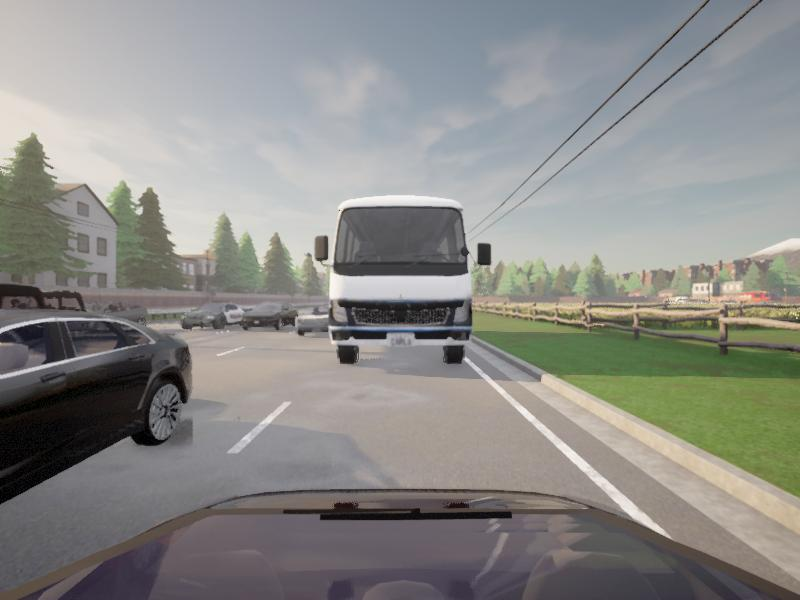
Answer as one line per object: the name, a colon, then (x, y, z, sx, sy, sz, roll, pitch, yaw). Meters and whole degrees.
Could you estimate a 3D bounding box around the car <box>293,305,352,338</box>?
car: (-3.471, 0.934, 18.849, 1.895, 1.301, 4.718, 0, 0, 0)

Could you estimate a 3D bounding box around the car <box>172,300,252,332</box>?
car: (-10.329, 0.812, 22.525, 2.038, 1.542, 4.974, 0, 0, 2)

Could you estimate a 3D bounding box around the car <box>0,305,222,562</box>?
car: (-3.499, 0.832, 3.058, 2.128, 1.511, 4.902, 0, 0, 0)

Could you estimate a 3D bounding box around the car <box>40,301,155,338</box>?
car: (-13.970, 0.816, 18.879, 2.007, 1.525, 4.514, 0, 0, 0)

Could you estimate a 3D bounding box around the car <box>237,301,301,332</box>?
car: (-6.974, 0.811, 21.960, 1.882, 1.535, 5.008, 0, 0, 0)

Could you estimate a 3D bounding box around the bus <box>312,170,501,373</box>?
bus: (0.143, -0.534, 13.533, 3.944, 4.253, 10.273, 0, -1, 0)

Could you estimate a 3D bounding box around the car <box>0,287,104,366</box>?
car: (-10.480, 0.642, 10.944, 1.905, 1.878, 3.866, 0, 0, 0)

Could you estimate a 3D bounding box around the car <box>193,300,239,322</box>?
car: (-13.954, 0.799, 30.492, 1.789, 1.549, 3.705, 0, 0, 0)

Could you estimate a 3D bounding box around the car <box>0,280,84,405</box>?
car: (-6.991, 0.643, 5.702, 1.905, 1.878, 3.866, 0, 0, 0)
